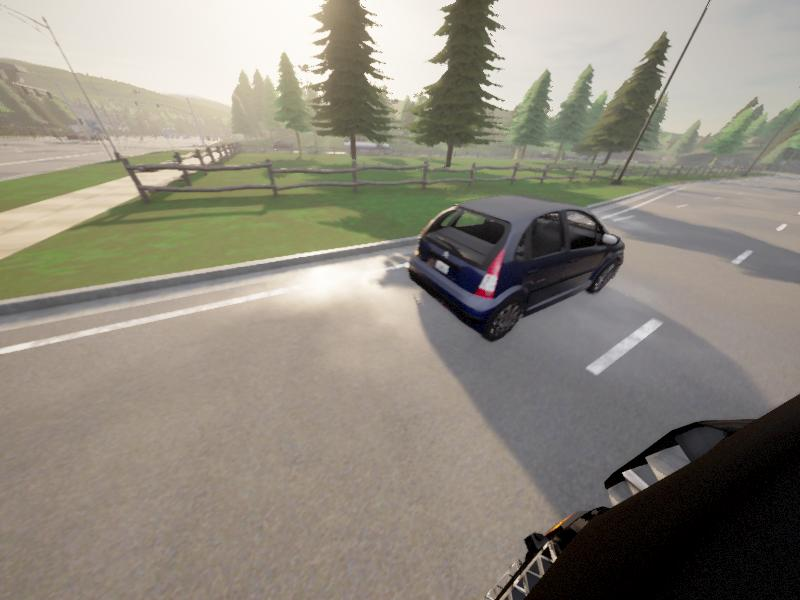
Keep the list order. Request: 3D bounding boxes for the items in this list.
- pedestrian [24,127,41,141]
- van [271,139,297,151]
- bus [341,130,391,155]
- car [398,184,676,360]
[{"bbox_3d":[-64.305,-29.014,40.432,0.751,1.860,0.751,-21,41,-31],"label":"pedestrian"},{"bbox_3d":[-24.554,-32.821,49.028,4.442,1.987,1.775,-16,38,-26],"label":"van"},{"bbox_3d":[-7.676,-36.218,53.326,10.273,4.253,3.944,-16,38,-26],"label":"bus"},{"bbox_3d":[2.187,-0.882,3.935,3.988,1.617,1.851,-16,38,-26],"label":"car"}]
